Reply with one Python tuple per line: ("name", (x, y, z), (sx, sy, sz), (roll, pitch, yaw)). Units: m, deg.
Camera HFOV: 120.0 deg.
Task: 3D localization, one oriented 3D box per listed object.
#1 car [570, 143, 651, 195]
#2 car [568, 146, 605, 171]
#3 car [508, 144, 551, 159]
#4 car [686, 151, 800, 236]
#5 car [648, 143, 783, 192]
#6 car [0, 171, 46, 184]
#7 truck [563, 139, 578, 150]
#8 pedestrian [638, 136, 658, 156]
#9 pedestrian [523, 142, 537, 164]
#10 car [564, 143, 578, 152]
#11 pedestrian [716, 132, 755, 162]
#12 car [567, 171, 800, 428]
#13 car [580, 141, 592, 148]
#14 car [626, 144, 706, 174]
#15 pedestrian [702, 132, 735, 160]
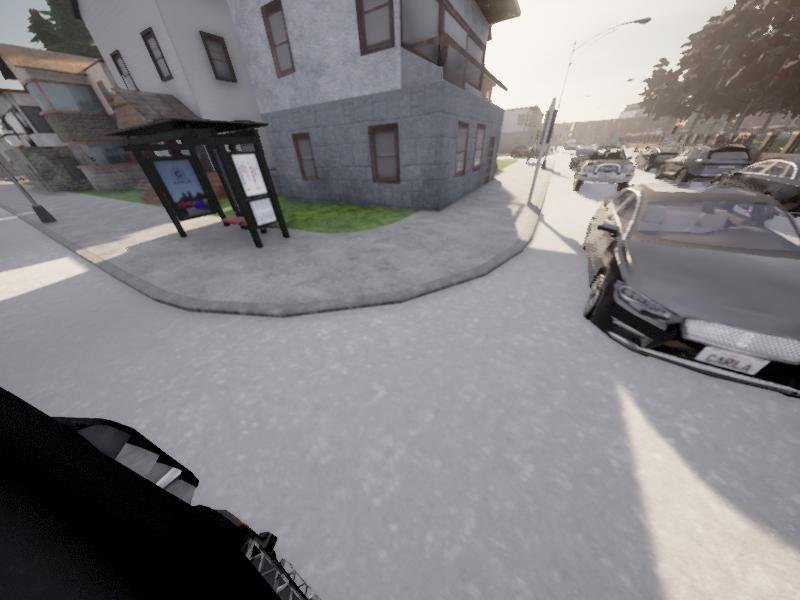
("car", (9.958, -6.585, 11.412), (1.932, 1.855, 4.605), (16, 37, 26))
("car", (15.481, -11.970, 19.431), (1.837, 1.490, 4.892), (16, 38, 26))
("car", (18.582, -21.385, 33.262), (4.856, 1.649, 2.033), (23, 41, 34))
("car", (11.126, -3.259, 6.629), (2.128, 1.511, 4.902), (16, 38, 26))
("car", (14.655, -6.604, 11.285), (2.033, 1.649, 4.856), (15, 37, 25))
("car", (-72.896, -23.700, 44.478), (2.242, 1.667, 4.611), (16, 38, 26))
("truck", (41.524, -37.953, 56.390), (2.390, 2.098, 6.274), (16, 38, 26))
("pedestrian", (27.203, -16.890, 25.358), (0.751, 1.860, 0.751), (15, 38, 25))
("pedestrian", (13.074, -14.778, 23.277), (0.751, 1.860, 0.751), (18, 39, 28))
("car", (36.085, -32.254, 48.824), (1.812, 1.442, 4.674), (16, 38, 26))
("pedestrian", (25.092, -11.468, 17.350), (0.751, 1.860, 0.751), (16, 38, 26))
("car", (4.206, -0.881, 3.588), (2.128, 1.511, 4.902), (17, 39, 28))
("car", (51.238, -42.882, 63.698), (1.970, 1.475, 3.806), (16, 38, 26))
("car", (18.137, -9.947, 16.156), (2.128, 1.511, 4.902), (14, 37, 24))
("pedestrian", (26.412, -12.770, 19.209), (0.751, 1.860, 0.751), (16, 38, 26))
